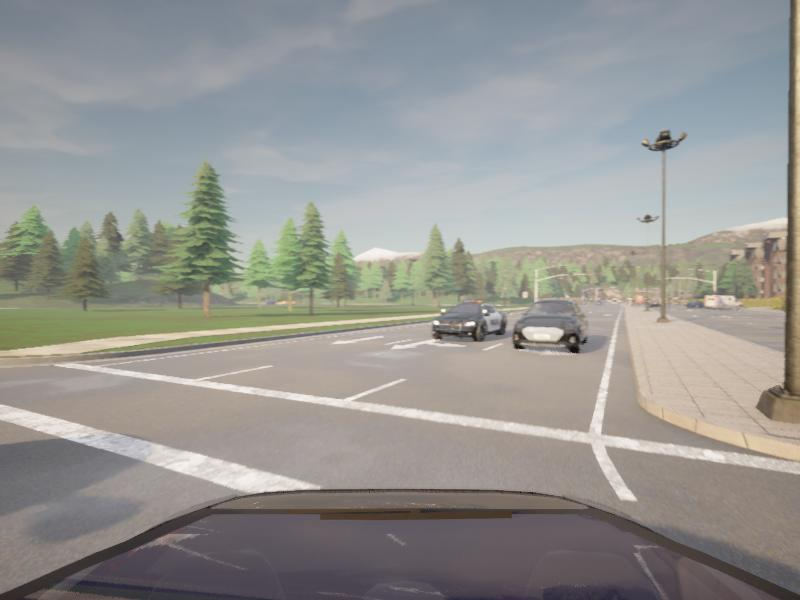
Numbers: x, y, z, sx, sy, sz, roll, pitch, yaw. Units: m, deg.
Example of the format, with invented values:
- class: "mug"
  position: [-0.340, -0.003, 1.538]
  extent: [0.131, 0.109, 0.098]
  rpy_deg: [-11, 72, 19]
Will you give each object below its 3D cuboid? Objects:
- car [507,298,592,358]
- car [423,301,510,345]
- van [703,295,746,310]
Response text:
- class: "car"
  position: [5.276, 0.772, 13.668]
  extent: [2.033, 1.649, 4.856]
  rpy_deg: [0, 0, 29]
- class: "car"
  position: [2.961, 0.813, 16.708]
  extent: [2.038, 1.542, 4.974]
  rpy_deg: [0, 0, 29]
- class: "van"
  position: [57.020, 0.426, 70.330]
  extent: [6.366, 2.431, 2.351]
  rpy_deg: [0, 0, -12]
